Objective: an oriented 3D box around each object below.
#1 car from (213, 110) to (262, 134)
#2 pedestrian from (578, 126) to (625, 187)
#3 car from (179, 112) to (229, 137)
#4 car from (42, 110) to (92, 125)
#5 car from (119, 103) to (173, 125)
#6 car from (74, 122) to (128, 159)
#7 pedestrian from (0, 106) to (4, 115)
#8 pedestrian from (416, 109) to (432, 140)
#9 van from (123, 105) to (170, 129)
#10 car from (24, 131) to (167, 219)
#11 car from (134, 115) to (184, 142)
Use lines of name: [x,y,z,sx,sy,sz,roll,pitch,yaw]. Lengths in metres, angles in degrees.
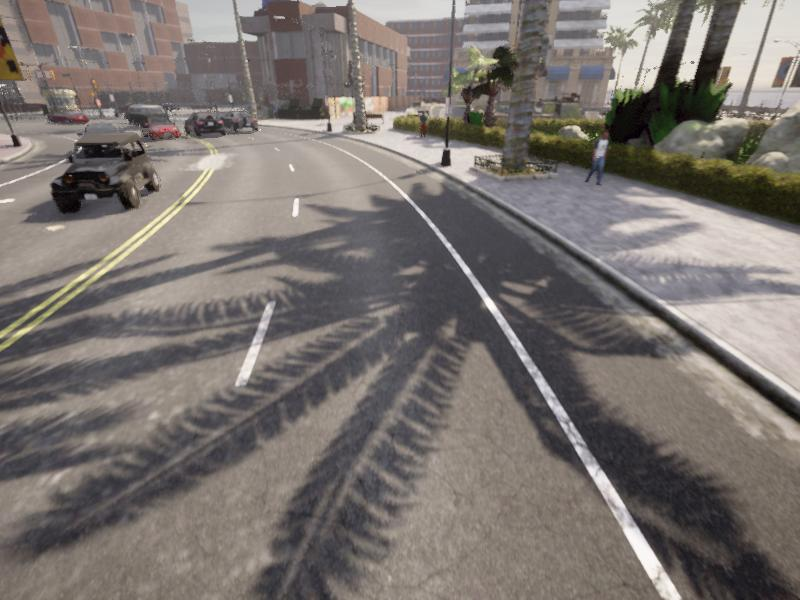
car: [-14.442,-15.824,35.429,2.152,1.651,5.027,-22,35,-36]
pedestrian: [6.773,-4.850,13.529,0.751,1.860,0.751,-3,28,-6]
car: [-15.831,-14.184,32.191,2.242,1.667,4.611,-20,33,-34]
car: [-36.862,-20.256,44.315,4.181,1.385,1.994,8,28,15]
car: [-28.321,-20.789,44.593,5.566,2.045,2.150,14,31,26]
car: [-16.747,-9.139,22.653,1.837,1.490,4.892,-15,30,-27]
pedestrian: [-59.413,-28.213,58.824,0.751,1.860,0.751,3,28,6]
pedestrian: [1.642,-12.109,27.573,0.751,1.860,0.751,-10,29,-18]
van: [-24.813,-17.954,39.166,4.442,1.987,1.775,17,32,31]
car: [-8.898,-3.983,12.235,1.905,1.878,3.866,-7,28,-13]
car: [-17.878,-12.768,29.632,2.007,1.525,4.514,-21,34,-35]
